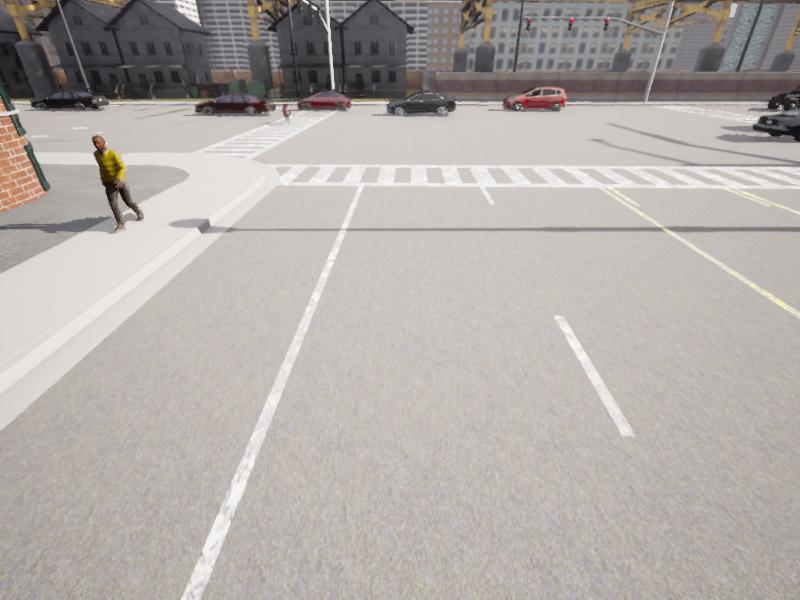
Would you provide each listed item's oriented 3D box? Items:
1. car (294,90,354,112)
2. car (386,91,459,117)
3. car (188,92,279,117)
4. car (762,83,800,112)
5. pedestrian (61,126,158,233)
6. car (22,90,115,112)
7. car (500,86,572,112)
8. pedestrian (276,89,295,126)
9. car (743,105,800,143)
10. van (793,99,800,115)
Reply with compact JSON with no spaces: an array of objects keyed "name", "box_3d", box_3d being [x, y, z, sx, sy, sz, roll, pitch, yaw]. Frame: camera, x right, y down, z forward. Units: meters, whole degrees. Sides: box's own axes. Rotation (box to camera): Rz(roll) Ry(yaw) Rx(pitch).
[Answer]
[{"name":"car","box_3d":[-5.864,-15.549,31.240,4.181,1.385,1.994,1,30,1]},{"name":"car","box_3d":[1.529,-13.755,28.028,4.892,1.490,1.837,0,30,2]},{"name":"car","box_3d":[-11.658,-13.857,28.336,5.357,1.411,2.033,1,30,1]},{"name":"car","box_3d":[30.585,-15.370,30.334,3.866,1.878,1.905,1,30,1]},{"name":"pedestrian","box_3d":[-5.563,-2.326,7.794,0.751,1.860,0.751,-2,30,-4]},{"name":"car","box_3d":[-26.142,-15.786,31.667,5.357,1.411,2.033,1,30,1]},{"name":"car","box_3d":[10.364,-15.498,30.818,4.611,1.667,2.242,1,30,1]},{"name":"pedestrian","box_3d":[-6.568,-11.050,23.014,0.751,1.860,0.751,-3,30,-6]},{"name":"car","box_3d":[19.689,-8.204,18.599,5.357,1.411,2.033,1,30,1]},{"name":"van","box_3d":[30.317,-13.645,27.291,4.442,1.987,1.775,1,30,1]}]
